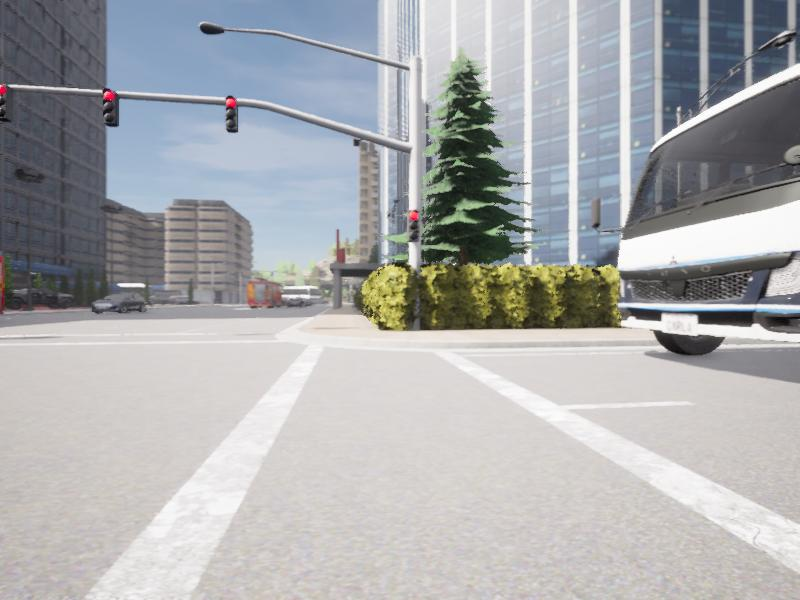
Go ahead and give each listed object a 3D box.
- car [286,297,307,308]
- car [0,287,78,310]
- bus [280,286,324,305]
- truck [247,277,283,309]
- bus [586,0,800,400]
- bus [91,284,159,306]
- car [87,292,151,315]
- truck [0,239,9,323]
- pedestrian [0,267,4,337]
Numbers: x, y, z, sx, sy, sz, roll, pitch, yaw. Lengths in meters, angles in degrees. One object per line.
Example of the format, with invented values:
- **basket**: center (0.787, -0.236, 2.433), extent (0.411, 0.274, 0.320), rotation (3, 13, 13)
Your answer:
- **car**: center (-14.063, 0.348, 54.537), extent (2.128, 1.511, 4.902), rotation (0, 0, -8)
- **car**: center (-35.880, -0.107, 39.244), extent (2.390, 2.098, 6.274), rotation (0, 0, 23)
- **bus**: center (-22.287, -0.954, 90.666), extent (10.273, 4.253, 3.944), rotation (0, 0, 37)
- **truck**: center (-17.206, -0.813, 51.615), extent (2.891, 3.827, 8.468), rotation (0, 0, -7)
- **bus**: center (8.878, -1.122, 6.279), extent (10.273, 4.253, 3.944), rotation (0, 0, -7)
- **bus**: center (-53.137, -0.964, 77.573), extent (10.273, 4.253, 3.944), rotation (0, 0, -7)
- **car**: center (-21.558, 0.247, 30.966), extent (2.033, 1.649, 4.856), rotation (0, 0, -7)
- **truck**: center (-19.457, -0.883, 14.532), extent (2.891, 3.827, 8.468), rotation (0, 0, -6)
- **pedestrian**: center (-10.983, 0.064, 10.344), extent (0.751, 1.860, 0.751), rotation (0, 0, -7)
